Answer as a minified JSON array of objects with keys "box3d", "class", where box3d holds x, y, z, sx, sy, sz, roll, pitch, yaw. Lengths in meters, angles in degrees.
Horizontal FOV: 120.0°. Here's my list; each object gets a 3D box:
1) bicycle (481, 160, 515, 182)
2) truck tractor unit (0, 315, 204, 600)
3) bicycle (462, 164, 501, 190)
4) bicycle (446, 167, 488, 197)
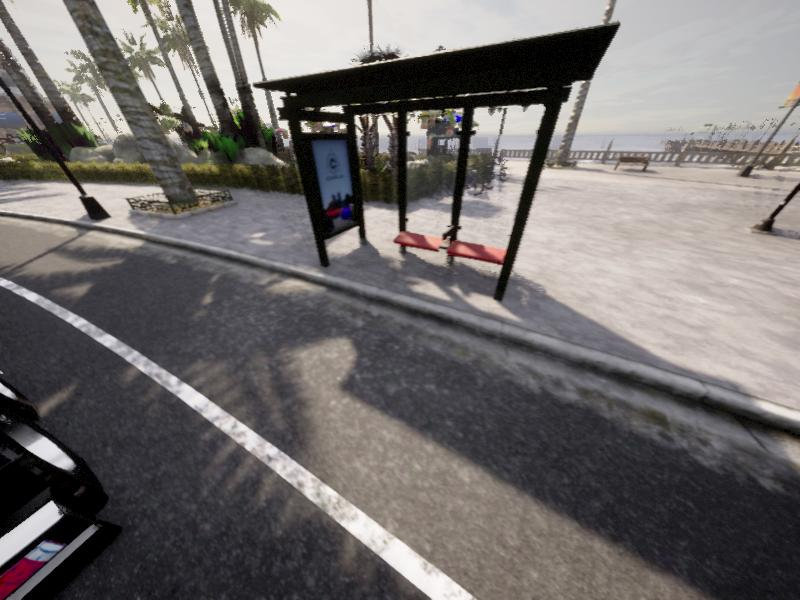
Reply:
[{"box3d":[5.790,-7.702,13.749,1.643,1.024,0.373,21,40,28],"class":"bicycle"},{"box3d":[-5.197,-0.204,0.660,6.516,4.208,3.053,15,37,20],"class":"truck tractor unit"},{"box3d":[4.090,-6.260,11.715,1.643,1.024,0.373,21,40,28],"class":"bicycle"},{"box3d":[2.957,-5.298,10.359,1.643,1.024,0.373,21,40,28],"class":"bicycle"}]
